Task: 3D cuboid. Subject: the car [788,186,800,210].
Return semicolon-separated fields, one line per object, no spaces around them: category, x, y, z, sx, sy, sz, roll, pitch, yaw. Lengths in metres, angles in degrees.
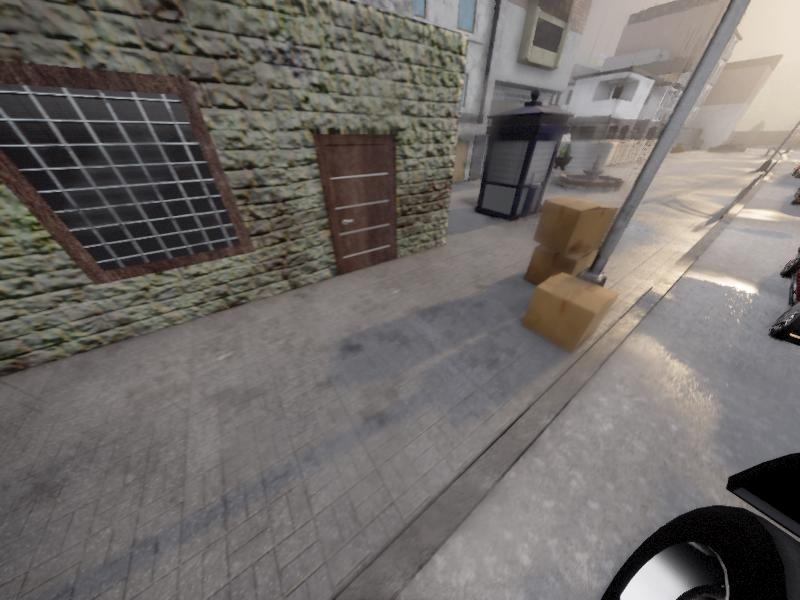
car;17.066;-4.279;8.710;4.181;1.385;1.994;-22;41;-28

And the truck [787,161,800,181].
truck;26.847;-8.674;13.947;5.204;2.467;2.627;-22;40;-28

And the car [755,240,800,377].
car;6.880;-0.139;2.953;4.718;1.301;1.895;-22;41;-28

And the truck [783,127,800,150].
truck;82.022;-30.956;44.067;2.891;3.827;8.468;-22;41;-28
